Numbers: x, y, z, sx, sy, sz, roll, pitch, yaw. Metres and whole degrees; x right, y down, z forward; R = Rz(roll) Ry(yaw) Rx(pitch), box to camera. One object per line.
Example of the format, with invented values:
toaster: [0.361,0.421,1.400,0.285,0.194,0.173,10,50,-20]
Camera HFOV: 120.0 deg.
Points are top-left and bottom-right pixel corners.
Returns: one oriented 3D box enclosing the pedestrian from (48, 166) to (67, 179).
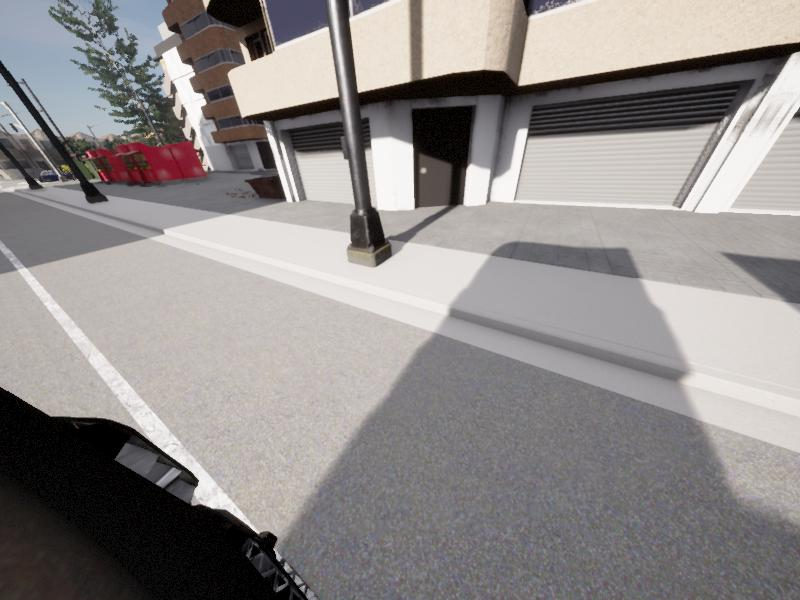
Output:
pedestrian: [-58.610,-21.776,39.494,0.751,1.860,0.751,-3,33,2]

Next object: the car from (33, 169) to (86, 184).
car: [-47.809,-17.471,32.543,1.970,1.475,3.806,15,38,27]
